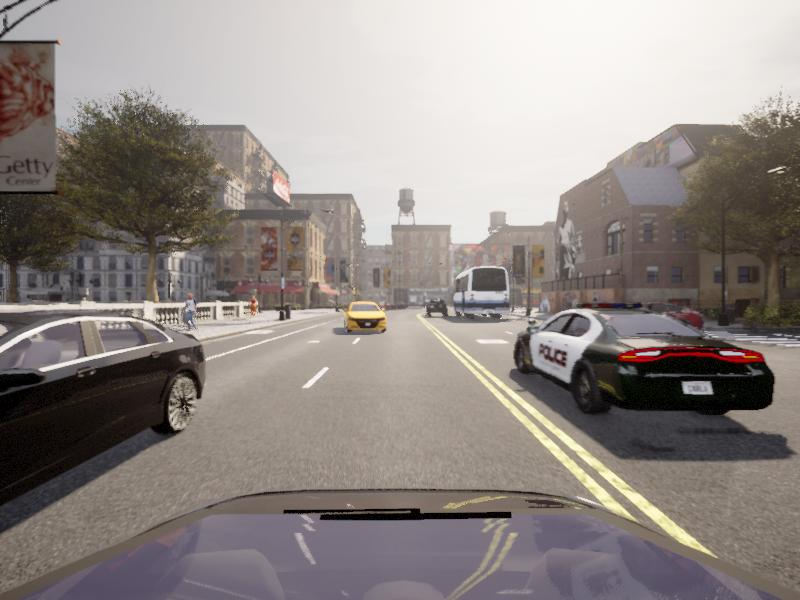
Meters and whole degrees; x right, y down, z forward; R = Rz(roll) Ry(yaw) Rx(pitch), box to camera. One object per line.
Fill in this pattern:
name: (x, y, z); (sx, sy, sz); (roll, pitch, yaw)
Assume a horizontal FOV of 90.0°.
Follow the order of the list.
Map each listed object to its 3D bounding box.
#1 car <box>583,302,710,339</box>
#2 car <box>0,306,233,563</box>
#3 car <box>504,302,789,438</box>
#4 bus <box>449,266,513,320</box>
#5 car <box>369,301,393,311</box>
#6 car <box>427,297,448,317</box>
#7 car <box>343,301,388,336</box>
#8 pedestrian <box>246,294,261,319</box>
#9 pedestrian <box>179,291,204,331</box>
car: (11.195, 0.862, 18.644); (4.792, 1.488, 2.163); (0, 0, 25)
car: (-3.490, 0.839, 3.369); (2.128, 1.511, 4.902); (0, 0, 0)
car: (3.530, 0.833, 7.167); (2.038, 1.542, 4.974); (0, 0, 0)
bus: (7.003, -0.516, 36.605); (3.944, 4.253, 10.273); (0, 0, 1)
car: (-2.745, 0.898, 59.149); (2.002, 1.452, 4.674); (0, 0, 20)
car: (3.808, 0.676, 41.031); (1.932, 1.855, 4.605); (0, 0, 3)
car: (-1.904, 0.835, 20.724); (1.882, 1.535, 5.008); (0, 0, -10)
pedestrian: (-11.005, 0.503, 30.030); (0.751, 1.860, 0.751); (0, 0, 8)
pedestrian: (-9.952, 0.497, 19.108); (0.751, 1.860, 0.751); (0, 0, 11)
